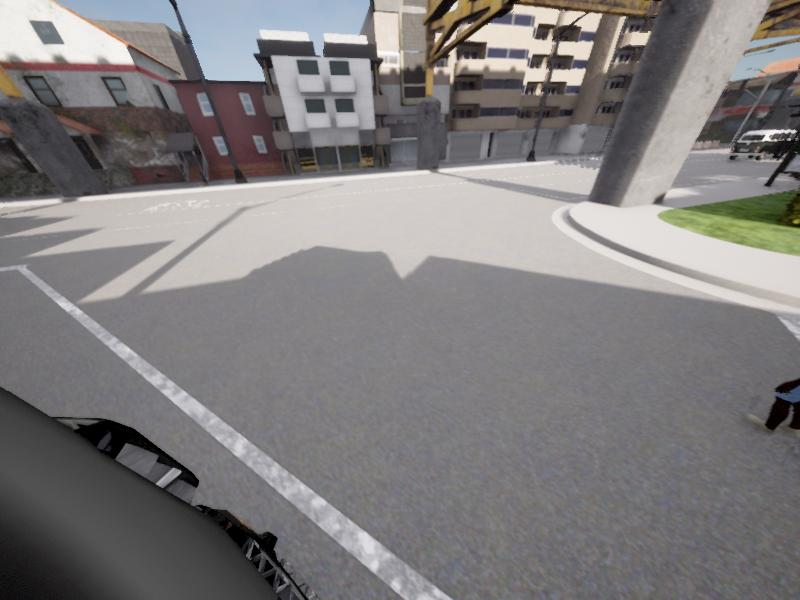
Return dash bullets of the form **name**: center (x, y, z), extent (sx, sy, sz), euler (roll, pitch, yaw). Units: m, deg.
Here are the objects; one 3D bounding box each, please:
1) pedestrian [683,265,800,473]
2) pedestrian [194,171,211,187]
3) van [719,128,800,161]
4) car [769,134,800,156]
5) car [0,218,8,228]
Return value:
- **pedestrian**: center (3.152, 0.328, 1.487), extent (0.751, 1.860, 0.751), euler (7, 35, 15)
- **pedestrian**: center (-15.615, -9.570, 18.266), extent (0.500, 1.100, 0.500), euler (-13, 35, -15)
- **van**: center (29.992, -12.815, 19.064), extent (4.480, 2.038, 2.069), euler (-11, 34, -12)
- **car**: center (36.804, -13.999, 20.733), extent (5.366, 1.575, 1.801), euler (-11, 34, -13)
- **car**: center (-19.317, -3.482, 9.362), extent (3.806, 1.475, 1.970), euler (6, 35, 13)
